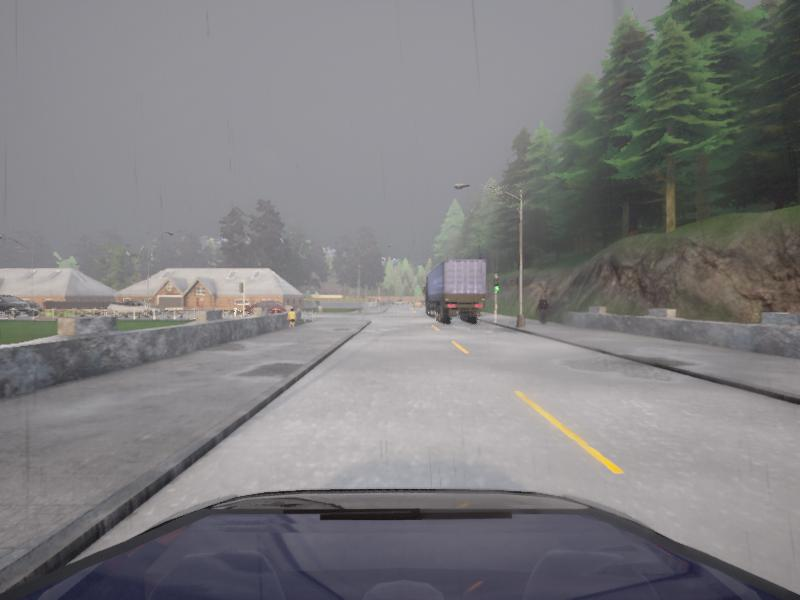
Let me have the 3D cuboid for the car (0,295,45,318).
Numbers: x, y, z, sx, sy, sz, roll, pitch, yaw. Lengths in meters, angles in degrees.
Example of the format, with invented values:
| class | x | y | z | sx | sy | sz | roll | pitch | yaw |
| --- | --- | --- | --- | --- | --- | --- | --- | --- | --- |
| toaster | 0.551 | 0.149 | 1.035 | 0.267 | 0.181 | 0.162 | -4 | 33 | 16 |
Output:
| class | x | y | z | sx | sy | sz | roll | pitch | yaw |
| --- | --- | --- | --- | --- | --- | --- | --- | --- | --- |
| car | -35.761 | 0.567 | 36.115 | 5.566 | 2.045 | 2.150 | 0 | 0 | 0 |

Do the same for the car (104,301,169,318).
| class | x | y | z | sx | sy | sz | roll | pitch | yaw |
| --- | --- | --- | --- | --- | --- | --- | --- | --- | --- |
| car | -23.688 | 0.826 | 36.118 | 4.514 | 1.525 | 2.007 | 0 | 0 | 0 |

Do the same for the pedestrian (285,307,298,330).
| class | x | y | z | sx | sy | sz | roll | pitch | yaw |
| --- | --- | --- | --- | --- | --- | --- | --- | --- | --- |
| pedestrian | -5.374 | 0.903 | 19.821 | 0.500 | 1.100 | 0.500 | 0 | 0 | 0 |

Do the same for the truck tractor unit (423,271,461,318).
| class | x | y | z | sx | sy | sz | roll | pitch | yaw |
| --- | --- | --- | --- | --- | --- | --- | --- | --- | --- |
| truck tractor unit | 3.998 | -0.526 | 39.504 | 3.053 | 4.208 | 6.516 | 0 | 0 | 0 |

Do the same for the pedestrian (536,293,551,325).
| class | x | y | z | sx | sy | sz | roll | pitch | yaw |
| --- | --- | --- | --- | --- | --- | --- | --- | --- | --- |
| pedestrian | 8.406 | 0.531 | 23.462 | 0.751 | 1.860 | 0.751 | 0 | 0 | 26 |

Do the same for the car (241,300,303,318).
| class | x | y | z | sx | sy | sz | roll | pitch | yaw |
| --- | --- | --- | --- | --- | --- | --- | --- | --- | --- |
| car | -11.473 | 0.820 | 36.136 | 5.008 | 1.535 | 1.882 | 0 | 0 | 0 |

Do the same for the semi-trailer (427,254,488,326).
| class | x | y | z | sx | sy | sz | roll | pitch | yaw |
| --- | --- | --- | --- | --- | --- | --- | --- | --- | --- |
| semi-trailer | 4.004 | -0.620 | 31.590 | 2.717 | 4.402 | 14.254 | 0 | 0 | 0 |
